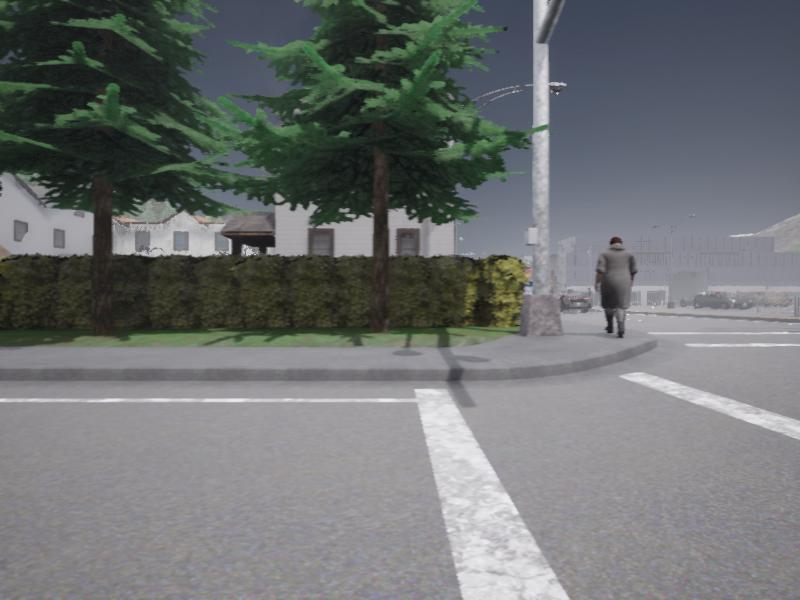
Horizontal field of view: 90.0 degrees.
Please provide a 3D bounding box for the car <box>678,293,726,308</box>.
[{"bbox_3d":[30.397,0.044,40.453,1.970,1.475,3.806,0,0,-1],"label":"car"}]

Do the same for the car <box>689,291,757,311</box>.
[{"bbox_3d":[26.787,0.100,33.376,2.007,1.523,4.514,0,0,-1],"label":"car"}]

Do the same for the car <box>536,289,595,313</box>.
[{"bbox_3d":[11.390,0.068,27.986,2.038,1.542,4.974,0,0,0],"label":"car"}]

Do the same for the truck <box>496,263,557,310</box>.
[{"bbox_3d":[11.355,-1.072,36.904,2.891,3.827,8.468,0,0,0],"label":"truck"}]

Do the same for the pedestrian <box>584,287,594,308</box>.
[{"bbox_3d":[16.702,-0.229,35.333,0.751,1.860,0.751,0,0,23],"label":"pedestrian"}]

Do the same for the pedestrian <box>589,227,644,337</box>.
[{"bbox_3d":[3.880,-0.297,7.240,0.751,1.860,0.751,0,0,18],"label":"pedestrian"}]

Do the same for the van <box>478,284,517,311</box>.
[{"bbox_3d":[7.863,-0.188,32.683,2.069,2.038,4.480,0,0,0],"label":"van"}]

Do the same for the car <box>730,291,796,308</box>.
[{"bbox_3d":[36.812,-0.026,40.825,2.152,1.636,5.027,0,0,-1],"label":"car"}]
